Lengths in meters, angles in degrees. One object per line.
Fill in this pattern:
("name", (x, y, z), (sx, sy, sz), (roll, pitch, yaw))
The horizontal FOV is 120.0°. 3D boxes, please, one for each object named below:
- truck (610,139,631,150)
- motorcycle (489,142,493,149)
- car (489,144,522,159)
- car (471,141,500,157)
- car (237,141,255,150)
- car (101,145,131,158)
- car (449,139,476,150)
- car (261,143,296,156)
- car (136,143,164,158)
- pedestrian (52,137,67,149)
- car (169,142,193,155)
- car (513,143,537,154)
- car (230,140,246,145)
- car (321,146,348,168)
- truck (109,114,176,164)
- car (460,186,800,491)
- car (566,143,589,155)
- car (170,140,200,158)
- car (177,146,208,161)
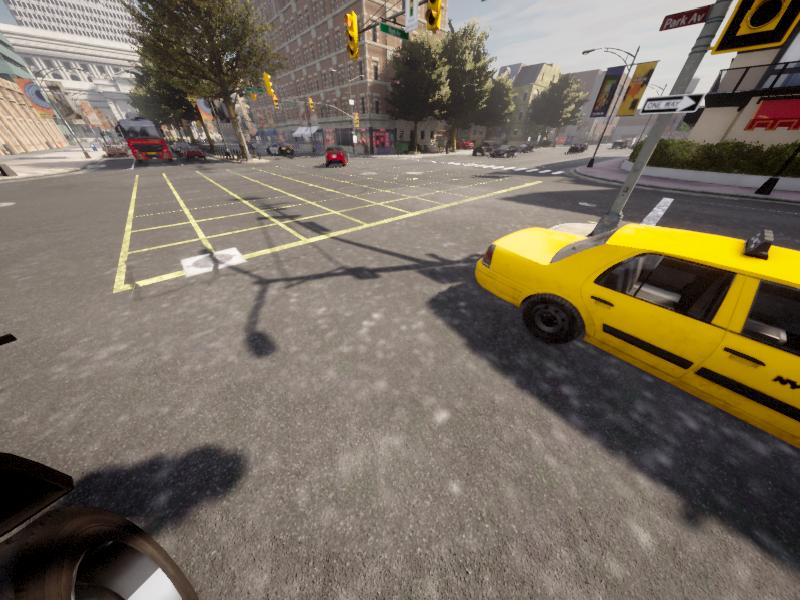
("truck", (57.181, -40.376, 59.858), (6.274, 2.098, 2.390), (-28, 44, -34))
("motorcycle", (22.553, -38.274, 57.108), (0.764, 1.277, 2.356), (2, 34, 20))
("car", (14.366, -20.283, 31.530), (4.892, 1.490, 1.837), (-29, 44, -33))
("car", (12.528, -22.225, 33.937), (3.866, 1.878, 1.905), (-26, 43, -33))
("car", (-31.803, -31.804, 47.610), (1.812, 1.442, 4.674), (-28, 44, -34))
("car", (-36.837, -19.373, 30.036), (1.895, 1.301, 4.718), (-28, 44, -34))
("car", (14.071, -35.466, 52.621), (2.150, 2.045, 5.566), (-26, 43, -32))
("car", (-17.790, -22.126, 33.890), (4.974, 1.542, 2.038), (23, 41, 29))
("car", (-32.422, -19.416, 29.981), (1.970, 1.475, 3.806), (-28, 44, -34))
("pedestrian", (-63.898, -29.454, 43.373), (0.751, 1.860, 0.751), (-29, 44, -34))
("car", (-32.921, -22.725, 34.677), (1.970, 1.475, 3.806), (-27, 44, -33))
("car", (22.487, -27.284, 41.583), (4.674, 1.442, 1.812), (-28, 44, -34))
("car", (-55.071, -53.750, 78.682), (4.181, 1.385, 1.994), (-21, 40, -27))
("car", (-6.201, -13.934, 22.341), (2.007, 1.525, 4.514), (-5, 36, -8))
("truck", (-27.250, -17.094, 24.681), (2.891, 3.827, 8.468), (-28, 44, -34))
("car", (3.398, 0.203, 2.282), (1.801, 1.575, 5.366), (-24, 42, -30))
("car", (30.725, -26.183, 40.005), (3.633, 1.501, 1.845), (-28, 44, -34))
("car", (-28.927, -20.319, 31.013), (2.097, 1.767, 4.553), (-28, 44, -34))
("car", (-24.264, -17.156, 26.988), (1.895, 1.301, 4.718), (-28, 44, -34))
